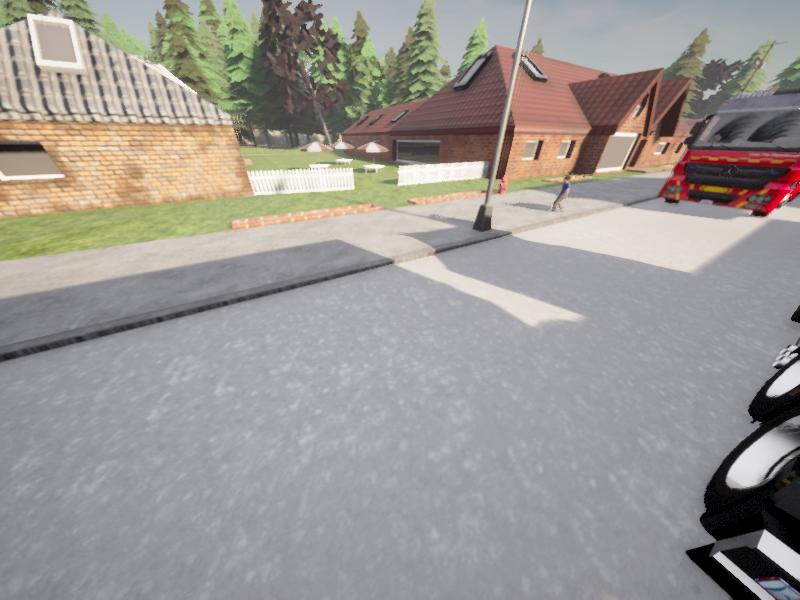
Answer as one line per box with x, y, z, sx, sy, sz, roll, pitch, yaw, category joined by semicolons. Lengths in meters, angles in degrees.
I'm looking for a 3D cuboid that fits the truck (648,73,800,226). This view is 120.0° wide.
14.704;-5.899;9.237;8.468;3.827;2.891;-18;39;-24;truck

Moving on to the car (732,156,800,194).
22.349;-7.435;13.521;4.902;1.511;2.128;-18;39;-24;car

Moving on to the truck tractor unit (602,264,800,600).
5.108;-0.304;0.780;6.516;4.208;3.053;-18;39;-24;truck tractor unit

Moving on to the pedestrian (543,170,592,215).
5.759;-3.741;8.052;0.751;1.300;0.751;4;35;6;pedestrian

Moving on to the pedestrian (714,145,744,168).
31.530;-13.768;22.155;0.751;1.860;0.751;-18;39;-25;pedestrian
